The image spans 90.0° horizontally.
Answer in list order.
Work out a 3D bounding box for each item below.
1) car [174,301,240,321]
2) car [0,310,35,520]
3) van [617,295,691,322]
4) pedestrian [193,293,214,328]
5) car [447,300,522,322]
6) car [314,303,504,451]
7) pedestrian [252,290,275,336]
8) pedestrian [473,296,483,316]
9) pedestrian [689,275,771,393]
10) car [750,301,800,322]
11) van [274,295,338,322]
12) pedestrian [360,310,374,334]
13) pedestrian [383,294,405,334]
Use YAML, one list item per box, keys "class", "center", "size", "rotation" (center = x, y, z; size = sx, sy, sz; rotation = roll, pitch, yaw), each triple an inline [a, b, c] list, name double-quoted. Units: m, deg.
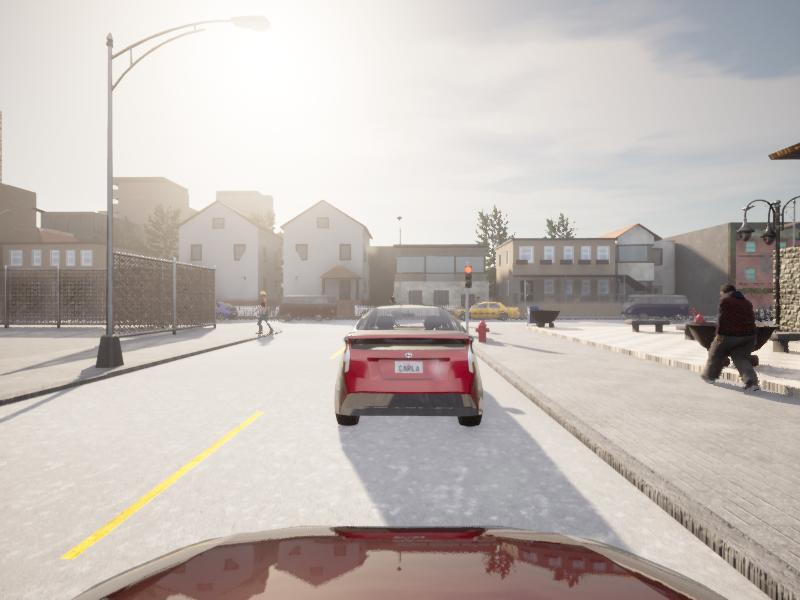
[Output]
- class: "car"
  center: [-14.810, 0.854, 30.866]
  size: [4.193, 1.474, 1.816]
  rotation: [0, 0, 2]
- class: "car"
  center: [-4.006, 0.836, 0.742]
  size: [2.128, 1.511, 4.902]
  rotation: [0, 0, 1]
- class: "van"
  center: [19.083, 0.599, 30.201]
  size: [4.442, 1.987, 1.775]
  rotation: [0, 0, 1]
- class: "pedestrian"
  center: [-10.633, 0.534, 21.616]
  size: [0.751, 1.860, 0.751]
  rotation: [0, 0, 2]
- class: "car"
  center: [6.363, 0.802, 30.487]
  size: [5.366, 1.575, 1.801]
  rotation: [0, 0, 1]
- class: "car"
  center: [0.137, 0.828, 6.489]
  size: [2.007, 1.525, 4.514]
  rotation: [0, 0, 1]
- class: "pedestrian"
  center: [-5.730, 0.538, 16.827]
  size: [0.751, 1.860, 0.751]
  rotation: [0, 0, -4]
- class: "pedestrian"
  center: [7.062, 0.533, 36.433]
  size: [0.751, 1.860, 0.751]
  rotation: [0, 0, -1]
- class: "pedestrian"
  center: [5.486, 0.533, 6.689]
  size: [0.751, 1.860, 0.751]
  rotation: [0, 0, -2]
- class: "car"
  center: [29.032, 0.853, 29.979]
  size: [3.806, 1.475, 1.970]
  rotation: [0, 0, 1]
- class: "van"
  center: [-7.080, 0.599, 30.327]
  size: [4.442, 1.987, 1.775]
  rotation: [0, 0, 17]
- class: "pedestrian"
  center: [-1.541, 1.017, 18.851]
  size: [0.500, 1.100, 0.500]
  rotation: [0, 0, -30]
- class: "pedestrian"
  center: [-0.287, 0.637, 18.770]
  size: [0.751, 1.860, 0.751]
  rotation: [0, 0, -24]
